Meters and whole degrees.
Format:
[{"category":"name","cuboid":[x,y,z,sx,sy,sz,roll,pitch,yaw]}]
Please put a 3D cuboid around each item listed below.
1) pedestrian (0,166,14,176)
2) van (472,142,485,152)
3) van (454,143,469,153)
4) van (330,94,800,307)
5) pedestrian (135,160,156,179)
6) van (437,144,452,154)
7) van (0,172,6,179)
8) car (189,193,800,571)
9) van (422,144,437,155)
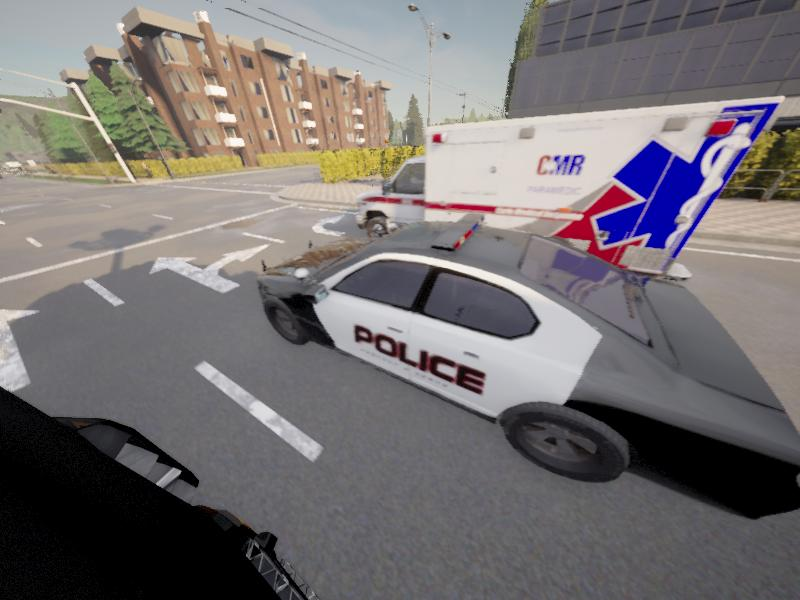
[{"category":"pedestrian","cuboid":[-90.236,-29.539,52.947,0.751,1.860,0.751,11,36,19]},{"category":"van","cuboid":[19.848,-38.541,58.219,1.775,1.987,4.442,16,38,26]},{"category":"van","cuboid":[15.460,-38.107,57.864,2.069,2.038,4.480,16,38,26]},{"category":"van","cuboid":[1.922,-2.283,5.004,6.366,2.431,2.351,16,38,26]},{"category":"pedestrian","cuboid":[-29.184,-14.985,26.547,0.751,1.860,0.751,-20,37,-23]},{"category":"van","cuboid":[11.105,-37.686,57.565,2.069,2.038,4.480,16,38,26]},{"category":"van","cuboid":[-80.428,-25.046,45.193,5.915,2.561,1.988,16,38,26]},{"category":"car","cuboid":[0.240,-0.149,2.750,4.974,1.542,2.038,16,38,26]},{"category":"van","cuboid":[7.413,-37.907,58.178,2.069,2.038,4.480,16,38,26]}]
